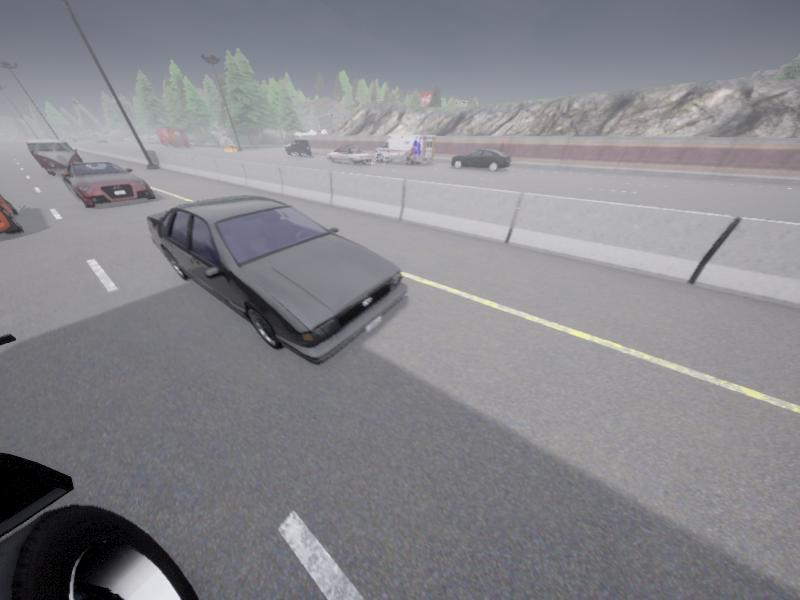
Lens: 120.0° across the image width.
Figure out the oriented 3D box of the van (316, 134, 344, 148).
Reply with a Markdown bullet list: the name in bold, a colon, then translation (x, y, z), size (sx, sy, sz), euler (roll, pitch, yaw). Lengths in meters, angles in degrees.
- **van**: translation (-15.714, -35.955, 52.157), size (1.988, 2.561, 5.915), euler (22, 41, 28)

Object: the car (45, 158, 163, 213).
- **car**: translation (-12.084, -4.838, 9.448), size (4.181, 1.385, 1.994), euler (22, 41, 28)

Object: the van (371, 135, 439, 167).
- **van**: translation (0.382, -14.958, 23.003), size (6.366, 2.431, 2.351), euler (22, 41, 28)

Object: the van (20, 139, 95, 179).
- **van**: translation (-22.990, -9.565, 15.501), size (4.442, 1.987, 1.775), euler (22, 41, 28)

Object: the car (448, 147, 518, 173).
- **car**: translation (6.872, -11.931, 19.553), size (5.008, 1.535, 1.882), euler (22, 41, 28)

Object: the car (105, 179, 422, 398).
- **car**: translation (-2.499, -0.916, 3.967), size (5.357, 1.411, 2.033), euler (22, 41, 28)

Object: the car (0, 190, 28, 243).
- **car**: translation (-12.274, -2.624, 5.939), size (4.553, 1.767, 2.097), euler (22, 41, 28)

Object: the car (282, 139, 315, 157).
- **car**: translation (-13.691, -20.511, 31.194), size (3.866, 1.878, 1.905), euler (23, 41, 28)

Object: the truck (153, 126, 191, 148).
- **truck**: translation (-51.496, -36.798, 52.204), size (8.468, 3.827, 2.891), euler (23, 41, 28)

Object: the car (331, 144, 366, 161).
- **car**: translation (-5.956, -17.197, 26.875), size (3.705, 1.549, 1.789), euler (23, 41, 28)

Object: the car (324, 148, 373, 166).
- **car**: translation (-5.133, -14.290, 22.981), size (4.718, 1.301, 1.895), euler (22, 41, 28)
